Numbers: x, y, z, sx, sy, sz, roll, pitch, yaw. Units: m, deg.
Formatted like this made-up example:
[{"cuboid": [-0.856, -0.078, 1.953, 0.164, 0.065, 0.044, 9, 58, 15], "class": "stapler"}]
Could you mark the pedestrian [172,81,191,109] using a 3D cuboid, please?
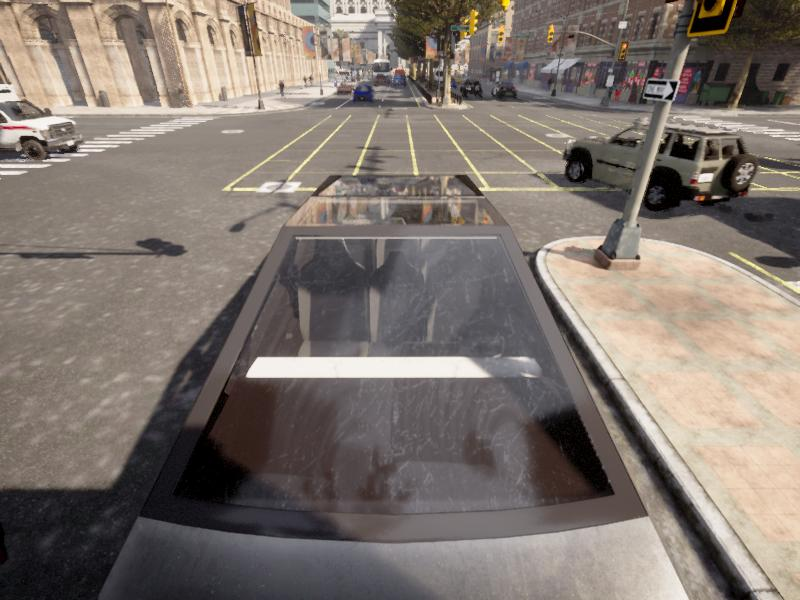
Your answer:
[{"cuboid": [-16.896, -15.824, 30.917, 0.751, 1.860, 0.751, -9, 31, -15], "class": "pedestrian"}]

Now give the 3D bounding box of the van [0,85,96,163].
[{"cuboid": [-15.749, -6.584, 14.882, 6.366, 2.431, 2.351, 0, 30, 0], "class": "van"}]

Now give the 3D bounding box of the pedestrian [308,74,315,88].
[{"cuboid": [-13.812, -34.279, 62.517, 0.751, 1.860, 0.751, 0, 30, 0], "class": "pedestrian"}]

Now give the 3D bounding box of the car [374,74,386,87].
[{"cuboid": [-3.525, -39.004, 70.944, 1.905, 1.878, 3.866, 0, 30, 0], "class": "car"}]

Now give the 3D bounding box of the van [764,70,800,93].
[{"cuboid": [53.055, -29.562, 54.079, 1.988, 2.561, 5.915, 0, 30, 0], "class": "van"}]

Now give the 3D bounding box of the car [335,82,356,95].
[{"cuboid": [-6.774, -26.518, 50.127, 1.895, 1.301, 4.718, 0, 30, 0], "class": "car"}]

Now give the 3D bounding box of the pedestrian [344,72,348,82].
[{"cuboid": [-11.305, -46.650, 83.700, 0.751, 1.860, 0.751, -9, 31, -15], "class": "pedestrian"}]

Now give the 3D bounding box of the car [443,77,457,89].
[{"cuboid": [7.967, -34.779, 64.099, 1.816, 1.474, 4.193, 0, 30, 0], "class": "car"}]

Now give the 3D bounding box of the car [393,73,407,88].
[{"cuboid": [-0.024, -36.400, 66.319, 2.150, 2.045, 5.566, 0, 30, 0], "class": "car"}]

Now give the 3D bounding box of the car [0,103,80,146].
[{"cuboid": [-18.114, -8.014, 18.225, 4.974, 1.542, 2.038, -1, 30, -2], "class": "car"}]

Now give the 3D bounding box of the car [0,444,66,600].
[{"cuboid": [-3.524, 2.215, 0.867, 1.994, 1.385, 4.181, 0, 30, 0], "class": "car"}]

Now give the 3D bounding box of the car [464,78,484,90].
[{"cuboid": [11.473, -33.834, 62.517, 2.128, 1.511, 4.902, 0, 30, 0], "class": "car"}]

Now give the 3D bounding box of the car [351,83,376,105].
[{"cuboid": [-3.485, -19.991, 38.722, 1.882, 1.535, 5.008, 0, 30, 0], "class": "car"}]

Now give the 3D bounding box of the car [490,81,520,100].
[{"cuboid": [11.476, -23.174, 44.185, 2.038, 1.542, 4.974, 0, 31, 0], "class": "car"}]

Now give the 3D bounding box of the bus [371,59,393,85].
[{"cuboid": [-3.403, -45.858, 80.314, 3.944, 4.253, 10.273, 0, 30, 0], "class": "bus"}]

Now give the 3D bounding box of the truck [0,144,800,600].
[{"cuboid": [-0.025, 0.176, 3.671, 2.390, 2.098, 6.274, 0, 30, 0], "class": "truck"}]

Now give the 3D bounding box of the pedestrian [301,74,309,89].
[{"cuboid": [-13.766, -31.711, 58.119, 0.751, 1.860, 0.751, 2, 30, 3], "class": "pedestrian"}]

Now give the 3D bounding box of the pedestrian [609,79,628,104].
[{"cuboid": [19.341, -18.440, 35.399, 0.751, 1.860, 0.751, -5, 31, -8], "class": "pedestrian"}]

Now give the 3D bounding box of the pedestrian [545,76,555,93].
[{"cuboid": [18.570, -26.709, 49.558, 0.751, 1.860, 0.751, -1, 30, -1], "class": "pedestrian"}]

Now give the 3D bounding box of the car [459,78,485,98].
[{"cuboid": [7.975, -23.709, 44.744, 1.932, 1.855, 4.605, 0, 29, 0], "class": "car"}]

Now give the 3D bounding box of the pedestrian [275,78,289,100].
[{"cuboid": [-11.499, -20.552, 39.012, 0.751, 1.860, 0.751, 10, 32, 16], "class": "pedestrian"}]

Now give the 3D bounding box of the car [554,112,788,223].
[{"cuboid": [6.517, -3.718, 10.516, 1.932, 1.855, 4.605, -9, 31, -16], "class": "car"}]

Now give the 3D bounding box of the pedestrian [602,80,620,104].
[{"cuboid": [18.233, -18.014, 34.670, 0.751, 1.860, 0.751, 2, 30, 3], "class": "pedestrian"}]

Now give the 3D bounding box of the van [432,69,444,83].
[{"cuboid": [7.980, -47.287, 84.427, 1.988, 2.561, 5.915, 0, 30, 0], "class": "van"}]

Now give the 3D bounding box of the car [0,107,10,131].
[{"cuboid": [-24.385, -9.725, 21.098, 5.366, 1.575, 1.801, 0, 30, 0], "class": "car"}]

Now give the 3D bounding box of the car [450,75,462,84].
[{"cuboid": [11.475, -45.381, 82.189, 1.801, 1.575, 5.366, 0, 30, 0], "class": "car"}]
